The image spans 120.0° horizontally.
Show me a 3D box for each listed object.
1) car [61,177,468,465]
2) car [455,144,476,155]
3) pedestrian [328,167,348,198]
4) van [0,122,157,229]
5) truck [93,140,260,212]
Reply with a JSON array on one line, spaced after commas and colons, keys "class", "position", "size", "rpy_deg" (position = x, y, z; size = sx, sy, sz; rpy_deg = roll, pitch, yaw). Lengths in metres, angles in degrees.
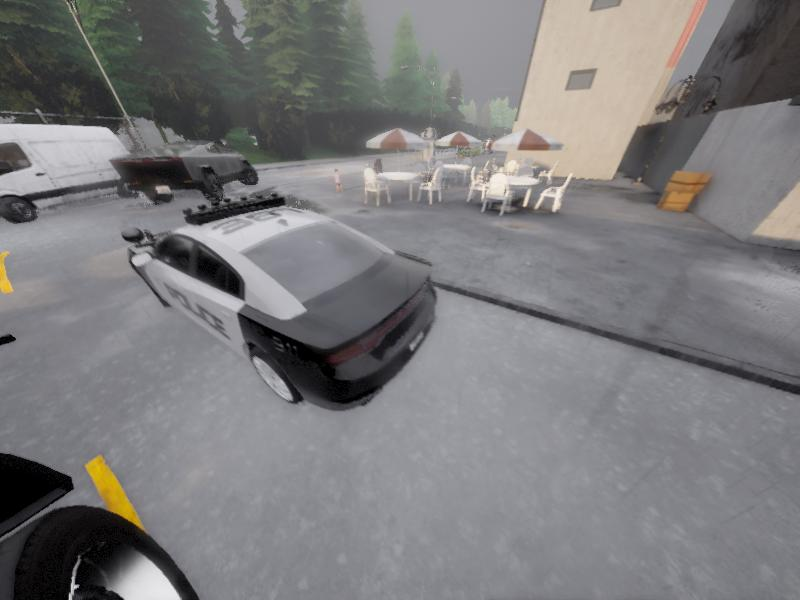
[{"class": "car", "position": [-2.043, -0.543, 3.264], "size": [5.238, 1.638, 1.930], "rpy_deg": [19, 39, 26]}, {"class": "car", "position": [11.711, -26.785, 40.980], "size": [1.882, 1.535, 5.008], "rpy_deg": [19, 39, 25]}, {"class": "pedestrian", "position": [-2.682, -5.074, 9.972], "size": [0.500, 1.100, 0.500], "rpy_deg": [-26, 43, -32]}, {"class": "van", "position": [-12.798, -4.608, 8.158], "size": [1.988, 2.561, 5.915], "rpy_deg": [-2, 35, -2]}, {"class": "truck", "position": [-8.995, -5.969, 10.528], "size": [2.390, 2.098, 6.274], "rpy_deg": [-6, 36, -8]}]
